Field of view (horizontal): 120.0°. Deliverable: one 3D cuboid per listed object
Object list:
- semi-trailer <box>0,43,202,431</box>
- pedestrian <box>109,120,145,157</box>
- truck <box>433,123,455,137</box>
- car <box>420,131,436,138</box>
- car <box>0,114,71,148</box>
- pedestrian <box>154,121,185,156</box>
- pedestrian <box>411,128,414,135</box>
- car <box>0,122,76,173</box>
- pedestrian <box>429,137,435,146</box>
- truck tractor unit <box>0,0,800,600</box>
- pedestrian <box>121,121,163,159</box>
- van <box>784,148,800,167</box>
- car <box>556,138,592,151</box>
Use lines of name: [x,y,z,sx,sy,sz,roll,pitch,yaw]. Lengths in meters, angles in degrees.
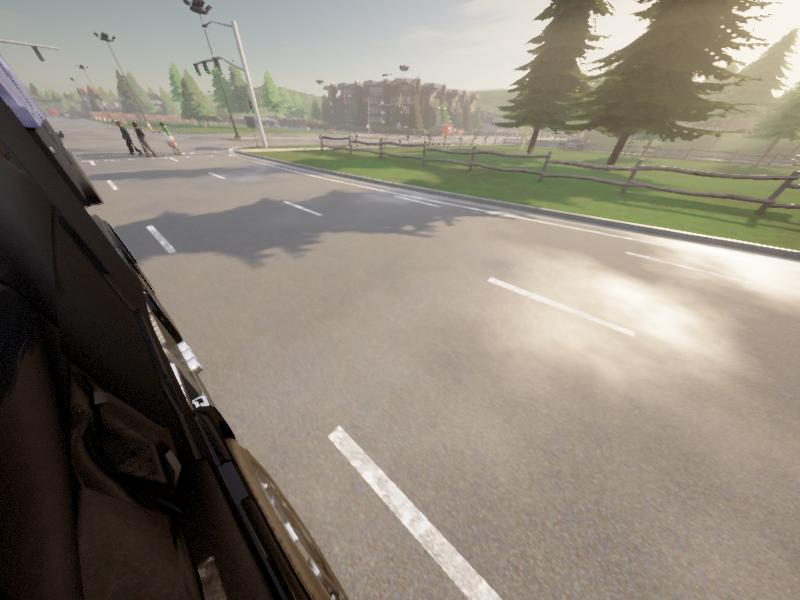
semi-trailer: [-8.699,-3.602,4.229,14.254,4.402,2.717,28,44,30]
pedestrian: [-17.287,-10.252,14.670,0.751,1.860,0.751,-28,47,-35]
truck: [15.355,-58.808,79.967,2.891,3.827,8.468,28,44,30]
car: [7.848,-46.345,64.794,1.837,1.490,4.892,29,44,30]
car: [-27.535,-12.239,16.701,1.905,1.878,3.866,29,44,30]
pedestrian: [-15.454,-10.802,15.520,0.751,1.860,0.751,-27,46,-34]
pedestrian: [4.247,-58.271,79.906,0.751,1.860,0.751,31,45,32]
car: [-18.207,-7.536,11.224,5.027,1.651,2.152,28,44,30]
pedestrian: [4.506,-22.487,32.755,0.500,1.100,0.500,31,45,33]
truck tractor unit: [-2.645,-0.295,0.351,6.516,4.208,3.053,28,44,30]
pedestrian: [-15.692,-9.758,14.123,0.751,1.860,0.751,14,38,15]
van: [53.659,-17.352,28.151,6.366,2.431,2.351,28,44,30]
car: [32.004,-28.654,42.567,4.856,1.649,2.033,28,44,30]
